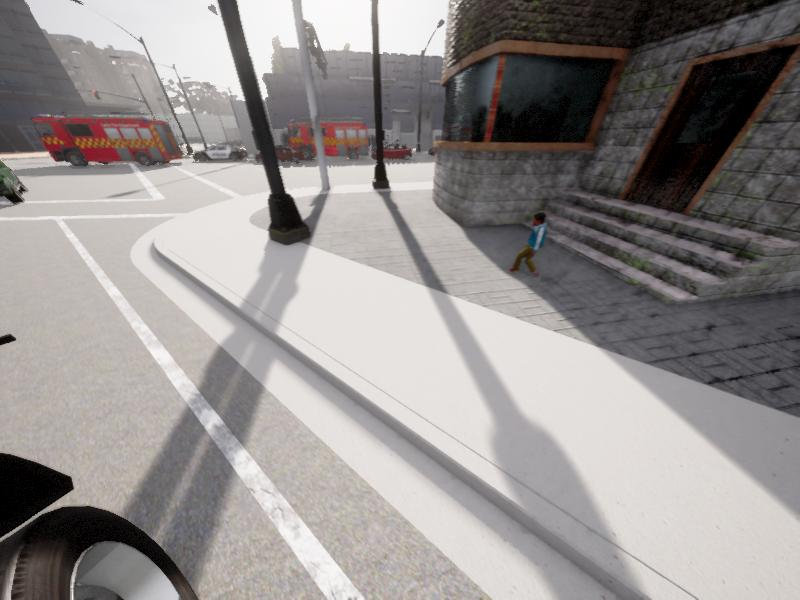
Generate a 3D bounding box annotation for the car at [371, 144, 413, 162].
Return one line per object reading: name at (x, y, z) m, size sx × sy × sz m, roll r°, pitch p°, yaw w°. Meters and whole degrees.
car at (-0.873, -15.488, 24.263) m, size 4.193 × 1.474 × 1.816 m, roll -6°, pitch 36°, yaw -8°

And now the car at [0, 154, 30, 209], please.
car at (-17.091, -4.914, 8.916) m, size 5.566 × 2.045 × 2.150 m, roll 25°, pitch 42°, yaw 31°

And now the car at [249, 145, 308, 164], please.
car at (-11.756, -14.331, 22.762) m, size 4.674 × 1.442 × 1.812 m, roll -6°, pitch 36°, yaw -8°

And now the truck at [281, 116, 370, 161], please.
truck at (-7.766, -17.770, 25.558) m, size 8.468 × 3.827 × 2.891 m, roll -6°, pitch 35°, yaw -8°

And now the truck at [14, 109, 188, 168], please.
truck at (-25.056, -13.988, 20.186) m, size 8.468 × 3.827 × 2.891 m, roll -6°, pitch 36°, yaw -8°

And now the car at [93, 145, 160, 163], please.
car at (-28.162, -15.151, 23.942) m, size 4.181 × 1.385 × 1.994 m, roll 2°, pitch 35°, yaw 2°

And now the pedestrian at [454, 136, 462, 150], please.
pedestrian at (9.095, -24.659, 36.240) m, size 0.751 × 1.860 × 0.751 m, roll -5°, pitch 36°, yaw -7°

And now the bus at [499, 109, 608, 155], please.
bus at (18.589, -20.871, 28.797) m, size 10.273 × 4.253 × 3.944 m, roll -6°, pitch 36°, yaw -8°

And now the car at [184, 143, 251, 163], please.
car at (-19.220, -15.678, 24.587) m, size 4.974 × 1.542 × 2.038 m, roll -6°, pitch 36°, yaw -8°

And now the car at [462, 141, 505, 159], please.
car at (9.112, -16.631, 25.576) m, size 3.806 × 1.475 × 1.970 m, roll -7°, pitch 36°, yaw -7°

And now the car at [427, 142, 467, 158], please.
car at (5.609, -18.238, 28.052) m, size 4.181 × 1.385 × 1.994 m, roll -7°, pitch 36°, yaw -8°

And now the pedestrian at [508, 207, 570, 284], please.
pedestrian at (2.321, -0.923, 3.924) m, size 0.500 × 1.100 × 0.500 m, roll 26°, pitch 43°, yaw 32°

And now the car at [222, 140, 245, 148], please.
car at (-39.761, -37.470, 55.360) m, size 1.837 × 1.490 × 4.892 m, roll 1°, pitch 35°, yaw 1°

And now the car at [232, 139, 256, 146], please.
car at (-44.314, -44.872, 65.706) m, size 5.027 × 1.651 × 2.152 m, roll -4°, pitch 35°, yaw -6°

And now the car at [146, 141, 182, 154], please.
car at (-37.021, -24.038, 36.365) m, size 1.816 × 1.474 × 4.193 m, roll -5°, pitch 36°, yaw -8°
